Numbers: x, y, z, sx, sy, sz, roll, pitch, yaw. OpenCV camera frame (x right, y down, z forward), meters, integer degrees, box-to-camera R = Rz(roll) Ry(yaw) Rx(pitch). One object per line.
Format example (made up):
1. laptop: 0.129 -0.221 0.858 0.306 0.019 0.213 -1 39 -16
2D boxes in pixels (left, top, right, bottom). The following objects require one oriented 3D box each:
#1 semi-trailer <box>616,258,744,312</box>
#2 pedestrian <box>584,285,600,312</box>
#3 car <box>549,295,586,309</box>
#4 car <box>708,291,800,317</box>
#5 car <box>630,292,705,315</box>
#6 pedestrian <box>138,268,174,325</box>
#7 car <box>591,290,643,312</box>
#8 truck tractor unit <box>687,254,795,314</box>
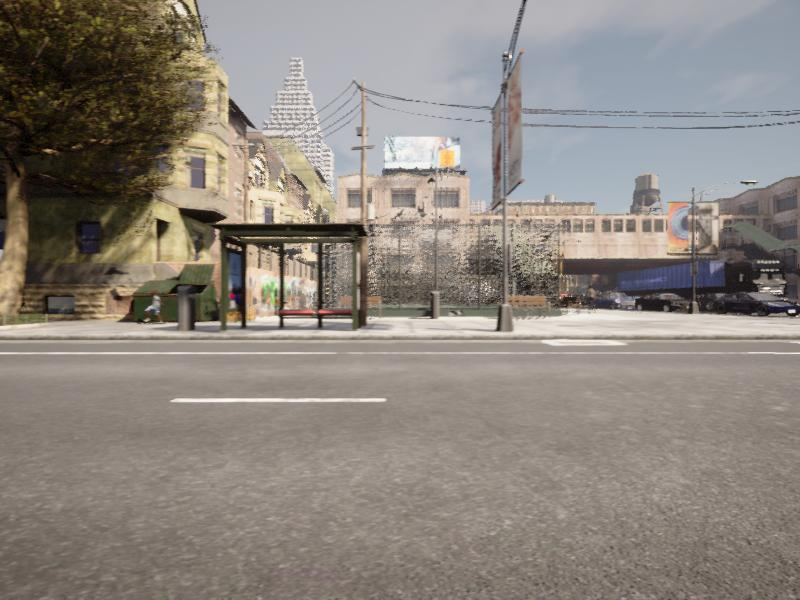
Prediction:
1. semi-trailer: 26.446 -1.235 39.360 2.717 4.402 14.254 0 0 1
2. pedestrian: 13.479 -0.123 28.158 0.751 1.860 0.751 0 0 -2
3. car: 19.306 0.213 46.353 2.231 1.521 4.892 0 0 0
4. car: 22.120 0.238 24.960 2.163 1.488 4.792 0 0 1
5. car: 19.256 0.212 29.152 2.097 1.535 5.008 0 0 0
6. pedestrian: -8.160 -0.109 13.426 0.751 1.860 0.751 0 0 1
7. car: 19.175 0.086 35.578 2.185 1.767 4.553 0 0 0
8. truck tractor unit: 26.327 -1.134 31.449 3.053 4.208 6.516 0 0 2
